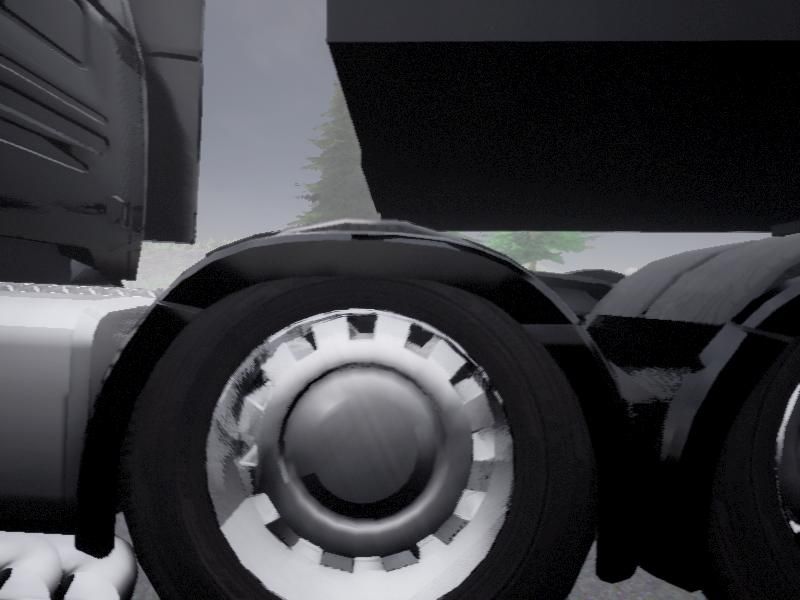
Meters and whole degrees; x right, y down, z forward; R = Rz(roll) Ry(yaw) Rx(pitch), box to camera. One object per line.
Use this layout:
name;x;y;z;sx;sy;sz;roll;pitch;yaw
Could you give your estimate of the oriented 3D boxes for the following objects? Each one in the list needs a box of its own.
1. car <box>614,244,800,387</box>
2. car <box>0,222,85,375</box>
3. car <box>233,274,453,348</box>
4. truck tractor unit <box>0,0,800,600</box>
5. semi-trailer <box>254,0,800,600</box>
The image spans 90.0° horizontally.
car;6.143;0.182;5.704;5.027;1.651;2.152;0;0;0
car;-8.134;-0.032;5.708;5.566;2.045;2.150;0;0;0
car;-1.168;0.228;9.200;4.514;1.525;2.007;0;0;0
truck tractor unit;-1.060;-1.120;2.162;6.516;4.208;3.053;0;0;1
semi-trailer;6.854;-1.217;2.048;14.254;4.402;2.717;0;0;1
